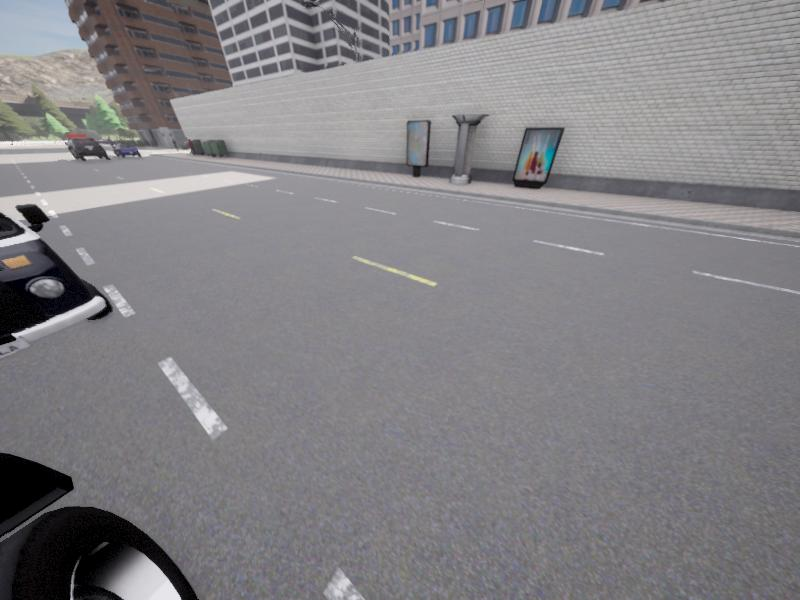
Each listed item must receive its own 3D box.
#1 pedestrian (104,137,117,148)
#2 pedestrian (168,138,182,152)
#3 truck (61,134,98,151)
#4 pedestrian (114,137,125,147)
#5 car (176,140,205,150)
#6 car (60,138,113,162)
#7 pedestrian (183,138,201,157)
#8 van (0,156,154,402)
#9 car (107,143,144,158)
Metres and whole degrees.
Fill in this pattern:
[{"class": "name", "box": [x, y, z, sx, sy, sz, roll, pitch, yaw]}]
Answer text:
[{"class": "pedestrian", "box": [-56.776, -30.908, 45.376, 0.751, 1.860, 0.751, 22, 41, 28]}, {"class": "pedestrian", "box": [-36.017, -24.842, 36.994, 0.751, 1.860, 0.751, 17, 39, 22]}, {"class": "truck", "box": [-59.888, -29.547, 43.185, 5.204, 2.467, 2.627, 22, 41, 28]}, {"class": "pedestrian", "box": [-60.619, -34.139, 49.899, 0.751, 1.860, 0.751, 22, 41, 28]}, {"class": "car", "box": [-42.355, -31.452, 46.861, 1.789, 1.549, 3.705, 22, 41, 28]}, {"class": "car", "box": [-34.589, -16.648, 25.463, 5.566, 2.045, 2.150, 22, 41, 28]}, {"class": "pedestrian", "box": [-25.322, -18.628, 28.173, 0.751, 1.860, 0.751, 21, 40, 27]}, {"class": "van", "box": [-5.936, -0.500, 2.807, 4.480, 2.038, 2.069, 17, 39, 23]}, {"class": "car", "box": [-34.532, -18.853, 29.076, 4.193, 1.474, 1.816, 22, 41, 28]}]
